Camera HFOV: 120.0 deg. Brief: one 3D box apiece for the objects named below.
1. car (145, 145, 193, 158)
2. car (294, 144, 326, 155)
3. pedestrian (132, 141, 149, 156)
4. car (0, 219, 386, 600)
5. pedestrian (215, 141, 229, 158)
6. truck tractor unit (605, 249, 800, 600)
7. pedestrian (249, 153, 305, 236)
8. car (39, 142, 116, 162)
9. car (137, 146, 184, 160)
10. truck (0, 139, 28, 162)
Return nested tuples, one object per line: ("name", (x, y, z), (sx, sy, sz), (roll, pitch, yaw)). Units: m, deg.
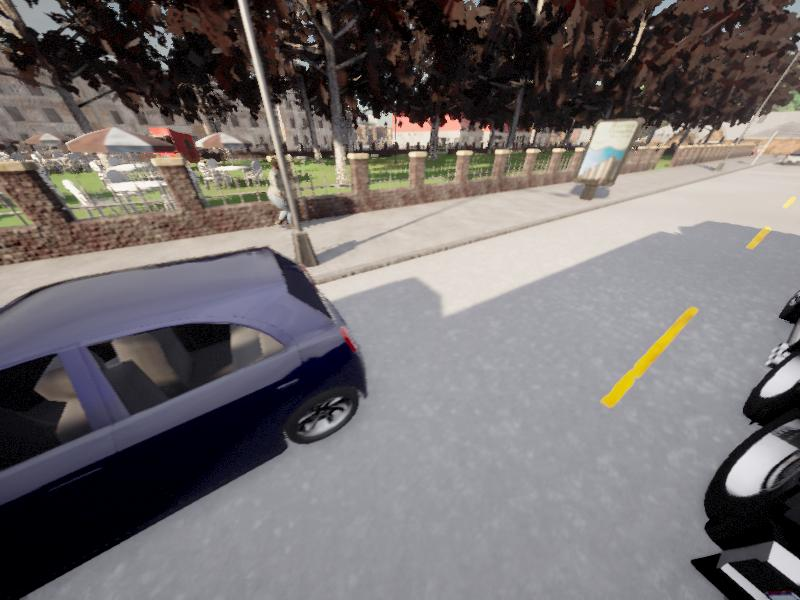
("car", (-33.160, -21.507, 33.389), (4.514, 1.525, 2.007), (-20, 39, -26))
("car", (-16.411, -27.452, 42.078), (4.902, 1.511, 2.128), (-20, 39, -26))
("pedestrian", (-38.780, -22.707, 34.561), (0.751, 1.860, 0.751), (-10, 36, -15))
("car", (-2.166, 0.658, 1.705), (3.633, 1.501, 1.845), (-20, 39, -26))
("pedestrian", (-24.257, -20.486, 31.466), (0.751, 1.860, 0.751), (-11, 36, -16))
("truck tractor unit", (5.085, -0.326, 0.818), (6.516, 4.208, 3.053), (-19, 39, -25))
("pedestrian", (-3.229, -2.804, 6.165), (0.751, 1.860, 0.751), (-20, 40, -26))
("car", (-37.652, -17.441, 27.197), (4.605, 1.855, 1.932), (-19, 39, -25))
("car", (-31.323, -19.411, 30.430), (3.806, 1.475, 1.970), (-20, 40, -27))
("truck", (-46.928, -16.200, 25.151), (2.390, 2.098, 6.274), (28, 44, 35))
